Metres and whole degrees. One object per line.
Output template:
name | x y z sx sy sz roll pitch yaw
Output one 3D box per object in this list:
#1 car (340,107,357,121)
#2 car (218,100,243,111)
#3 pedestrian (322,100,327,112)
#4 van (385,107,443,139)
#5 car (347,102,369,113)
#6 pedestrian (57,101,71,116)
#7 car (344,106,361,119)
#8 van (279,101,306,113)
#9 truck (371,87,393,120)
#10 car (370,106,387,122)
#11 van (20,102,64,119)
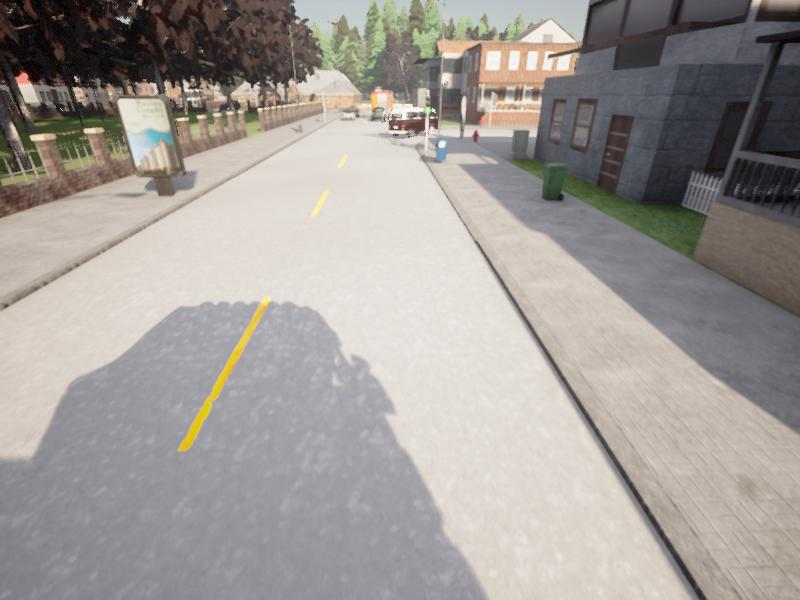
car | -6.440 -23.547 50.574 1.845 1.501 3.633 -2 27 -4
car | -33.228 -38.157 78.340 3.866 1.878 1.905 -1 27 -2
pedestrian | -13.475 -34.597 71.334 0.751 1.860 0.751 -1 27 -2
van | 1.158 -13.935 31.411 2.069 2.038 4.480 20 33 38
car | -7.616 -34.861 72.462 1.801 1.575 5.366 -16 31 -26
pedestrian | -47.093 -26.847 56.120 0.751 1.860 0.751 -1 27 -2
car | -6.608 -26.561 56.568 2.033 1.411 5.357 -1 27 -3
van | -20.257 -36.503 75.614 4.442 1.987 1.775 -1 27 -2
truck | -2.484 -27.346 55.460 2.891 3.827 8.468 -1 27 -2
car | -2.569 -22.738 48.940 1.851 1.617 3.988 1 27 1
van | -51.973 -27.631 58.185 2.069 2.038 4.480 -1 27 -2
